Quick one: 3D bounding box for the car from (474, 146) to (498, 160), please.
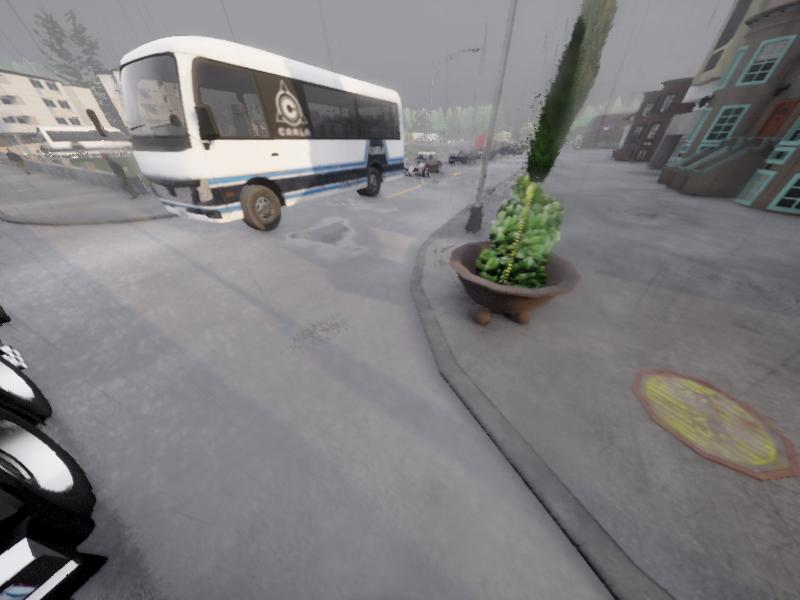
[{"bbox_3d":[11.833,-20.207,31.644,1.970,1.475,3.806,18,39,24],"label":"car"}]

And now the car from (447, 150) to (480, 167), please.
[{"bbox_3d":[6.769,-15.108,24.521,1.895,1.301,4.718,18,39,24],"label":"car"}]

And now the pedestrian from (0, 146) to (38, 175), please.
[{"bbox_3d":[-29.883,-10.881,18.068,0.751,1.860,0.751,18,39,24],"label":"pedestrian"}]

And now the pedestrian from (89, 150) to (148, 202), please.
[{"bbox_3d":[-11.932,-5.291,9.852,0.751,1.860,0.751,21,40,28],"label":"pedestrian"}]

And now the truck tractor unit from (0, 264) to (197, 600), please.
[{"bbox_3d":[-5.111,-0.300,0.783,6.516,4.208,3.053,18,39,24],"label":"truck tractor unit"}]

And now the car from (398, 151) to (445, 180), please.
[{"bbox_3d":[1.671,-10.132,17.260,1.970,1.475,3.806,18,39,24],"label":"car"}]

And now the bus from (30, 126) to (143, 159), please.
[{"bbox_3d":[-53.313,-27.282,39.992,3.944,4.253,10.273,18,39,24],"label":"bus"}]

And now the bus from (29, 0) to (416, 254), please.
[{"bbox_3d":[-3.463,-5.966,8.895,3.944,4.253,10.273,17,38,24],"label":"bus"}]
